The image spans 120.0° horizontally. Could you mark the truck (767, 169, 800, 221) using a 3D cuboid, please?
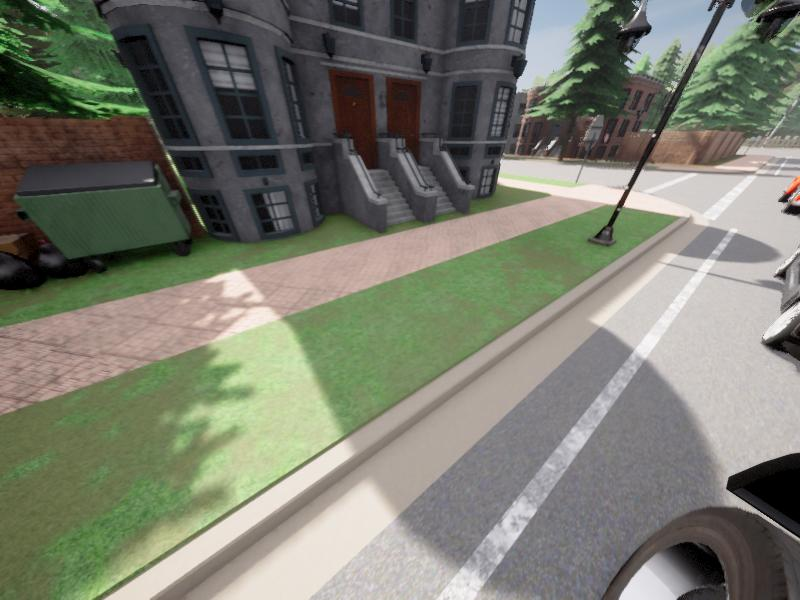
[{"bbox_3d":[15.187,-4.028,7.391,5.204,2.467,2.627,-21,40,-28],"label":"truck"}]

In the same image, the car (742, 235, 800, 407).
[{"bbox_3d":[6.555,-0.174,2.706,5.238,1.638,1.930,-22,41,-28],"label":"car"}]
